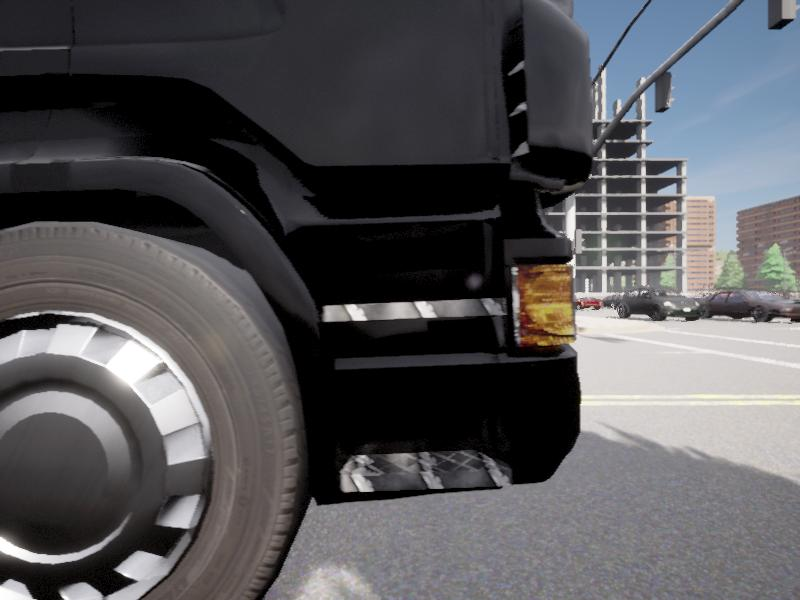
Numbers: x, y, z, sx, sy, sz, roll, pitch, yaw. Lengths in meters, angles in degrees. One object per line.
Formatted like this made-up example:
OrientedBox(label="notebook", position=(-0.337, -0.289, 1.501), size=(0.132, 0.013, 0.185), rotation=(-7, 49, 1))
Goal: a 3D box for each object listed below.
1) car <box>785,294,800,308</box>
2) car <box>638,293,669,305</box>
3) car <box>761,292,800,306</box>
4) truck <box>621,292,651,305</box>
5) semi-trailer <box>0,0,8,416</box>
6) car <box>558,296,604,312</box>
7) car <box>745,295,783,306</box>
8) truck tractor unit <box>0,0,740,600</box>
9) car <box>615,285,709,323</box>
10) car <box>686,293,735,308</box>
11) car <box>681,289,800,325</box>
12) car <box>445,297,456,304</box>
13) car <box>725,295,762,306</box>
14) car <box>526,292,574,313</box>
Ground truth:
OrientedBox(label="car", position=(42.381, 0.079, 41.054), size=(1.970, 1.475, 3.806), rotation=(0, 0, 0))
OrientedBox(label="car", position=(39.655, -0.159, 62.608), size=(1.932, 1.855, 4.605), rotation=(0, 0, 0))
OrientedBox(label="car", position=(53.743, -0.179, 56.194), size=(1.932, 1.855, 4.605), rotation=(0, 0, 0))
OrientedBox(label="truck", position=(36.760, -0.249, 62.541), size=(2.069, 2.038, 4.478), rotation=(0, 0, 0))
OrientedBox(label="semi-trailer", position=(-10.607, -1.202, 2.192), size=(14.254, 4.402, 2.717), rotation=(0, 0, 0))
OrientedBox(label="car", position=(15.687, 0.323, 34.916), size=(1.895, 1.301, 4.718), rotation=(0, 0, 0))
OrientedBox(label="car", position=(51.060, 0.035, 56.146), size=(1.784, 1.438, 3.905), rotation=(0, 0, 0))
OrientedBox(label="truck tractor unit", position=(-2.687, -1.093, 2.198), size=(6.516, 4.208, 3.053), rotation=(0, 0, 0))
OrientedBox(label="car", position=(12.229, 0.172, 19.040), size=(1.851, 1.617, 3.988), rotation=(0, 0, 0))
OrientedBox(label="car", position=(36.761, 0.015, 47.496), size=(2.242, 1.667, 4.611), rotation=(0, 0, 0))
OrientedBox(label="car", position=(15.829, 0.273, 18.329), size=(2.033, 1.411, 5.357), rotation=(0, 0, -2))
OrientedBox(label="car", position=(12.033, 0.181, 95.889), size=(2.038, 1.542, 4.974), rotation=(0, 0, 0))
OrientedBox(label="car", position=(48.165, 0.071, 56.150), size=(1.970, 1.475, 3.806), rotation=(0, 0, 0))
OrientedBox(label="car", position=(12.190, 0.218, 32.937), size=(2.038, 1.542, 4.974), rotation=(0, -1, 0))
